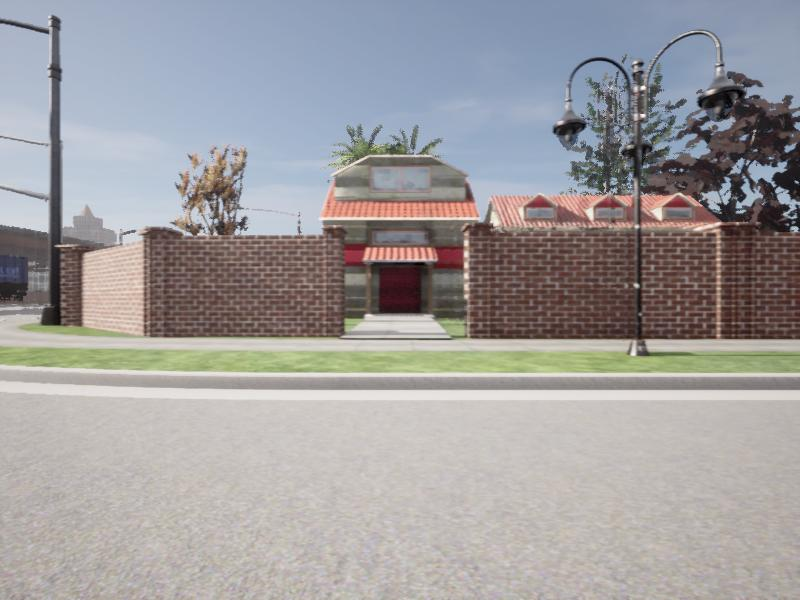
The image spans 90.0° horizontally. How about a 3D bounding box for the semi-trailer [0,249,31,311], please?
[{"bbox_3d":[-30.188,-1.379,23.808,2.717,4.402,14.254,0,1,2],"label":"semi-trailer"}]
